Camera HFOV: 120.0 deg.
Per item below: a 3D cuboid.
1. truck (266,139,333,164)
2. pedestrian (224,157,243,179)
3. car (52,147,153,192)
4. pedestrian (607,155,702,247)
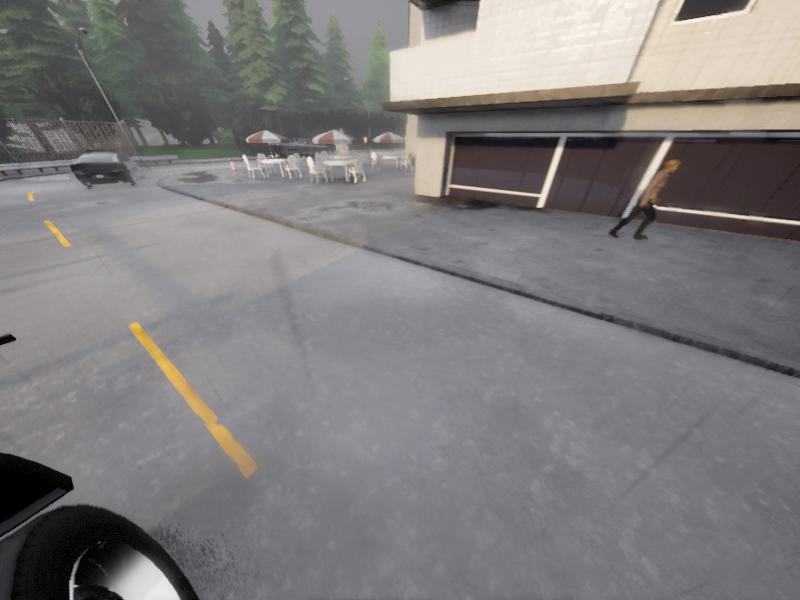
[{"bbox_3d":[-10.723,-16.484,25.436,2.390,2.098,6.274,22,40,27],"label":"truck"},{"bbox_3d":[-10.026,-7.945,13.942,0.500,1.100,0.500,-29,45,-35],"label":"pedestrian"},{"bbox_3d":[-16.230,-7.540,13.056,1.930,1.638,5.238,-21,40,-26],"label":"car"},{"bbox_3d":[5.957,-2.361,5.571,0.751,1.860,0.751,25,42,30],"label":"pedestrian"}]
